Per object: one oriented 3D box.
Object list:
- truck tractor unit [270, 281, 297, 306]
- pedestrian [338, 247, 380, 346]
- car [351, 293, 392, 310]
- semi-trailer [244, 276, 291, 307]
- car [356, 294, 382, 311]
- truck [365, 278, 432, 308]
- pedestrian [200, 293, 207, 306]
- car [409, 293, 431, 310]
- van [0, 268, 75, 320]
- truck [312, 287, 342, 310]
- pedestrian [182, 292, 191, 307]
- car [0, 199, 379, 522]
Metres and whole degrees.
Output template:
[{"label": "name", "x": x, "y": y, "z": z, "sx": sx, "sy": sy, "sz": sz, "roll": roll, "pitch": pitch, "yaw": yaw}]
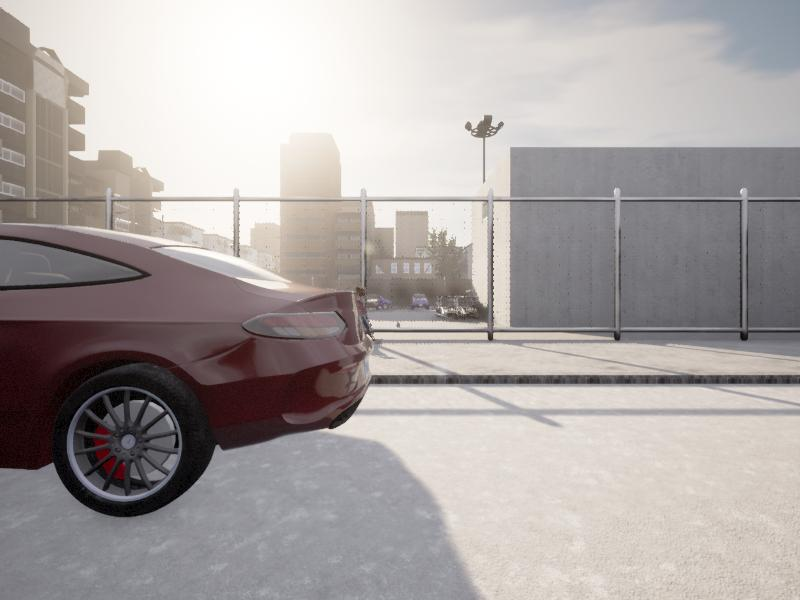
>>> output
[{"label": "truck tractor unit", "x": -20.734, "y": -1.124, "z": 71.630, "sx": 3.053, "sy": 4.208, "sz": 6.516, "roll": 0, "pitch": 0, "yaw": 0}, {"label": "pedestrian", "x": -0.791, "y": -0.067, "z": 7.887, "sx": 0.751, "sy": 1.860, "sz": 0.751, "roll": 0, "pitch": 0, "yaw": 0}, {"label": "car", "x": -2.600, "y": 0.146, "z": 37.405, "sx": 3.705, "sy": 1.547, "sz": 1.789, "roll": 0, "pitch": 0, "yaw": 0}, {"label": "semi-trailer", "x": -20.731, "y": -1.218, "z": 63.716, "sx": 2.717, "sy": 4.402, "sz": 14.254, "roll": 0, "pitch": 0, "yaw": 0}, {"label": "car", "x": -2.827, "y": 0.218, "z": 37.564, "sx": 2.033, "sy": 1.415, "sz": 5.357, "roll": 0, "pitch": 0, "yaw": 0}, {"label": "truck", "x": -0.154, "y": -0.921, "z": 52.011, "sx": 8.468, "sy": 3.827, "sz": 2.891, "roll": 0, "pitch": 0, "yaw": 0}, {"label": "pedestrian", "x": -29.135, "y": -0.067, "z": 59.418, "sx": 0.751, "sy": 1.860, "sz": 0.751, "roll": 0, "pitch": 0, "yaw": -12}, {"label": "car", "x": 1.852, "y": 0.156, "z": 37.981, "sx": 1.845, "sy": 1.501, "sz": 3.633, "roll": 0, "pitch": 0, "yaw": 0}, {"label": "van", "x": -20.665, "y": -0.278, "z": 21.292, "sx": 1.988, "sy": 2.561, "sz": 5.915, "roll": 0, "pitch": 0, "yaw": 0}, {"label": "truck", "x": -6.788, "y": -0.094, "z": 37.725, "sx": 2.069, "sy": 2.038, "sz": 4.478, "roll": 0, "pitch": 0, "yaw": 0}, {"label": "pedestrian", "x": -28.464, "y": -0.067, "z": 53.370, "sx": 0.751, "sy": 1.860, "sz": 0.751, "roll": 0, "pitch": 0, "yaw": -3}, {"label": "car", "x": -2.524, "y": 0.270, "z": 2.687, "sx": 4.674, "sy": 1.442, "sz": 1.812, "roll": 0, "pitch": 0, "yaw": 0}]
